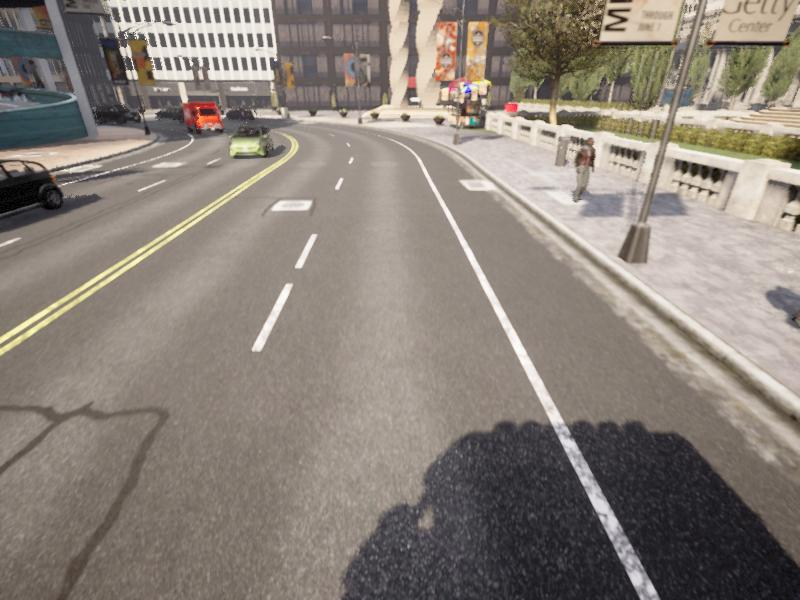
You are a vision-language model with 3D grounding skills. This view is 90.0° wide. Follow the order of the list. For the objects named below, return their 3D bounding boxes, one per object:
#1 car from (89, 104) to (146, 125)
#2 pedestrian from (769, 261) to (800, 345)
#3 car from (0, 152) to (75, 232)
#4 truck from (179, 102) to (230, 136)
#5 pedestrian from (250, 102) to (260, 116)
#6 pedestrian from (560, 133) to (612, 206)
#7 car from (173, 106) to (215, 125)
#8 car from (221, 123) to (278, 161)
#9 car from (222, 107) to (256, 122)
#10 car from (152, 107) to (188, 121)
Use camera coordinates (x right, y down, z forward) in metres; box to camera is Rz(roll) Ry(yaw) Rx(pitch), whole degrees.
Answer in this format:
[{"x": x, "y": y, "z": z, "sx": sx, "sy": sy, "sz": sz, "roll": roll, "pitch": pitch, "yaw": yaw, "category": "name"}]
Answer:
[{"x": -32.757, "y": -21.564, "z": 46.470, "sx": 5.566, "sy": 2.045, "sz": 2.150, "roll": 10, "pitch": 29, "yaw": 19, "category": "car"}, {"x": 5.450, "y": -0.304, "z": 4.749, "sx": 0.751, "sy": 1.860, "sz": 0.751, "roll": -1, "pitch": 27, "yaw": -1, "category": "pedestrian"}, {"x": -10.903, "y": -2.771, "z": 10.376, "sx": 1.789, "sy": 1.549, "sz": 3.705, "roll": -1, "pitch": 27, "yaw": -2, "category": "car"}, {"x": -17.087, "y": -15.882, "z": 34.894, "sx": 2.627, "sy": 2.467, "sz": 5.204, "roll": -18, "pitch": 31, "yaw": -30, "category": "truck"}, {"x": -21.173, "y": -27.808, "z": 58.334, "sx": 0.751, "sy": 1.860, "sz": 0.751, "roll": 11, "pitch": 29, "yaw": 20, "category": "pedestrian"}, {"x": 5.205, "y": -3.686, "z": 11.317, "sx": 0.751, "sy": 1.860, "sz": 0.751, "roll": -1, "pitch": 27, "yaw": -2, "category": "pedestrian"}, {"x": -23.288, "y": -20.879, "z": 45.271, "sx": 4.605, "sy": 1.855, "sz": 1.932, "roll": 17, "pitch": 32, "yaw": 32, "category": "car"}, {"x": -8.214, "y": -8.898, "z": 22.278, "sx": 2.007, "sy": 1.525, "sz": 4.514, "roll": -4, "pitch": 28, "yaw": -8, "category": "car"}, {"x": -20.541, "y": -23.728, "z": 51.069, "sx": 3.988, "sy": 1.617, "sz": 1.851, "roll": 18, "pitch": 32, "yaw": 31, "category": "car"}, {"x": -30.085, "y": -24.294, "z": 52.294, "sx": 3.705, "sy": 1.549, "sz": 1.789, "roll": 10, "pitch": 29, "yaw": 18, "category": "car"}]
